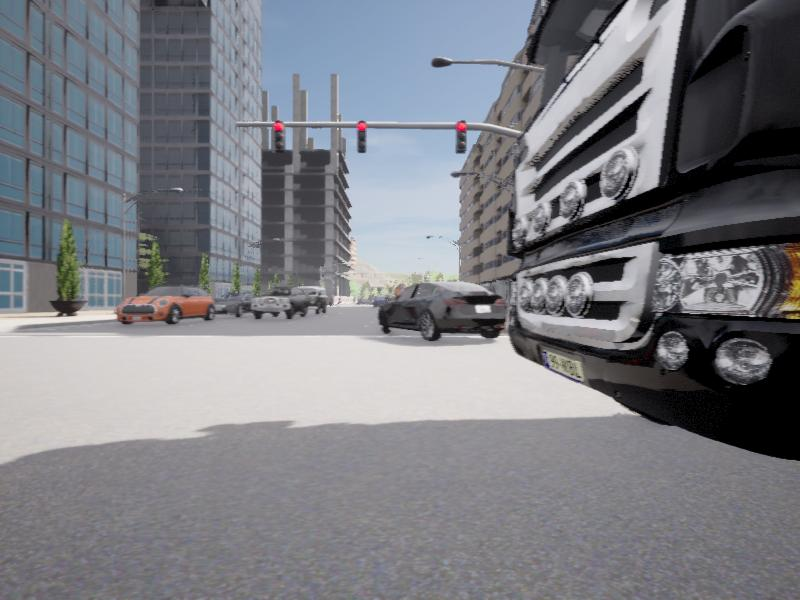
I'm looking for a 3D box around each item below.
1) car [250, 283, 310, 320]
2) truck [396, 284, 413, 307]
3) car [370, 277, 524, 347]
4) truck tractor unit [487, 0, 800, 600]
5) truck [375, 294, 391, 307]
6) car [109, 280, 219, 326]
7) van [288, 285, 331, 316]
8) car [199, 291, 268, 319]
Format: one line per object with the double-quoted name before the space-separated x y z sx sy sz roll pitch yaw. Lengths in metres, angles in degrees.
"car" -6.480 0.093 22.221 1.932 1.855 4.605 0 0 0
"truck" 0.720 -0.722 69.627 2.891 3.827 8.468 0 0 0
"car" 0.970 0.257 11.196 2.163 1.488 4.792 0 0 -23
"truck tractor unit" 4.100 -1.110 2.205 6.516 4.208 3.053 1 0 0
"truck" -2.745 0.129 66.342 2.390 2.098 6.274 0 0 0
"car" -10.023 0.118 17.534 2.097 1.767 4.553 0 0 1
"van" -6.441 0.034 29.011 2.069 2.038 4.480 0 0 0
"car" -9.968 0.283 24.484 2.128 1.511 4.902 0 0 0
